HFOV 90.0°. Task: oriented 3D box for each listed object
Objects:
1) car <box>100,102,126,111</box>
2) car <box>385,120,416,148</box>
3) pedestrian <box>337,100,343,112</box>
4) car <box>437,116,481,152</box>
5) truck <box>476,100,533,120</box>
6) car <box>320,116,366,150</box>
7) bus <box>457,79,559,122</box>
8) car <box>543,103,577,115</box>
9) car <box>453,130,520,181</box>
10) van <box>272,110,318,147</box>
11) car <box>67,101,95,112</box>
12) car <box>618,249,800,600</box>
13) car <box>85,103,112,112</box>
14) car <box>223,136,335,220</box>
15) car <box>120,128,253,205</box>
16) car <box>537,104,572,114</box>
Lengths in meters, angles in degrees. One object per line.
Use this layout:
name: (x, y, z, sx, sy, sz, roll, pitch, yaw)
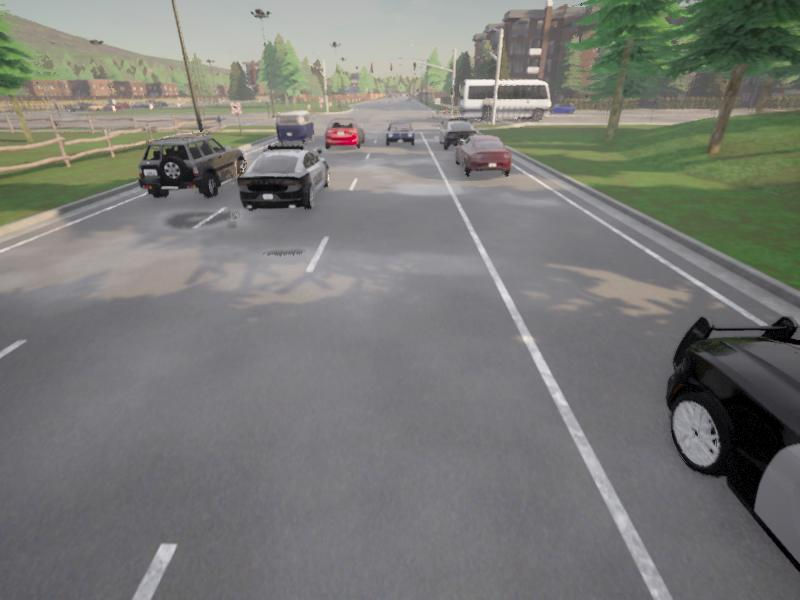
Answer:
car: (-61.375, -41.471, 85.679, 2.097, 1.767, 4.553, 0, 27, 0)
car: (0.024, -11.094, 26.593, 1.895, 1.301, 4.718, 0, 27, 0)
pedestrian: (-10.425, -33.571, 69.178, 0.751, 1.860, 0.751, 1, 27, 3)
car: (3.522, -10.361, 24.748, 1.930, 1.638, 5.238, 0, 27, 0)
truck: (12.895, -23.565, 49.618, 6.274, 2.098, 2.390, 0, 27, 0)
car: (-3.479, -10.725, 25.518, 2.242, 1.667, 4.611, 0, 27, 0)
bus: (12.094, -22.959, 46.117, 10.273, 4.253, 3.944, 0, 27, 0)
car: (23.983, -28.667, 59.975, 4.193, 1.474, 1.816, -1, 27, 0)
car: (3.508, -6.311, 17.137, 1.812, 1.442, 4.674, 0, 27, 0)
van: (-6.977, -11.679, 27.077, 1.775, 1.987, 4.442, 0, 27, 0)
car: (-68.376, -41.549, 85.839, 1.932, 1.855, 4.605, 0, 27, 0)
car: (3.502, 1.433, 1.960, 1.930, 1.638, 5.238, 0, 27, 0)
car: (-64.875, -41.543, 86.137, 1.801, 1.575, 5.366, 0, 27, 0)
car: (-3.489, -4.102, 12.761, 1.930, 1.638, 5.238, 0, 28, 0)
car: (-6.988, -4.776, 13.849, 1.932, 1.855, 4.605, 0, 27, 0)
car: (24.333, -30.201, 63.127, 4.718, 1.301, 1.895, -1, 27, 0)
